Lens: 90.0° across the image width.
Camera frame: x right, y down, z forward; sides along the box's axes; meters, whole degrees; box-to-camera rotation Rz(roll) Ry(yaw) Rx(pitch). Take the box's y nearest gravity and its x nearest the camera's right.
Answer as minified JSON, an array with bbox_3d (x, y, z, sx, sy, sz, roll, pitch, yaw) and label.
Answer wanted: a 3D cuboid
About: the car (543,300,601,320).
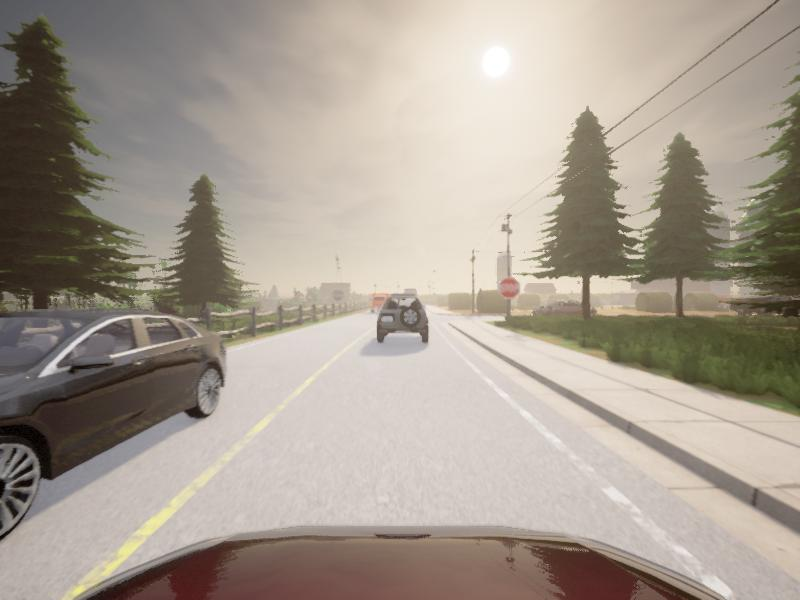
[{"bbox_3d":[14.268,0.805,33.362,3.988,1.617,1.851,0,0,-1],"label":"car"}]

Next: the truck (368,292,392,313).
[{"bbox_3d":[-2.385,0.330,49.946,2.627,2.467,5.204,0,0,2],"label":"truck"}]

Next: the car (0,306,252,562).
[{"bbox_3d":[-3.488,0.843,4.057,2.128,1.511,4.902,0,0,0],"label":"car"}]

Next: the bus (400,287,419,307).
[{"bbox_3d":[2.230,-0.573,90.829,3.944,4.253,10.273,0,0,2],"label":"bus"}]

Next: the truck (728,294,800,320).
[{"bbox_3d":[31.763,0.560,33.696,6.274,2.098,2.390,0,0,-1],"label":"truck"}]

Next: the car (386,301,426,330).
[{"bbox_3d":[0.450,0.814,23.226,2.007,1.525,4.514,0,0,5],"label":"car"}]

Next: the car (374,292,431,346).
[{"bbox_3d":[0.138,0.640,16.005,1.932,1.855,4.605,0,0,1],"label":"car"}]

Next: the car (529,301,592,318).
[{"bbox_3d":[14.730,0.852,36.882,4.902,1.511,2.128,0,0,-1],"label":"car"}]
